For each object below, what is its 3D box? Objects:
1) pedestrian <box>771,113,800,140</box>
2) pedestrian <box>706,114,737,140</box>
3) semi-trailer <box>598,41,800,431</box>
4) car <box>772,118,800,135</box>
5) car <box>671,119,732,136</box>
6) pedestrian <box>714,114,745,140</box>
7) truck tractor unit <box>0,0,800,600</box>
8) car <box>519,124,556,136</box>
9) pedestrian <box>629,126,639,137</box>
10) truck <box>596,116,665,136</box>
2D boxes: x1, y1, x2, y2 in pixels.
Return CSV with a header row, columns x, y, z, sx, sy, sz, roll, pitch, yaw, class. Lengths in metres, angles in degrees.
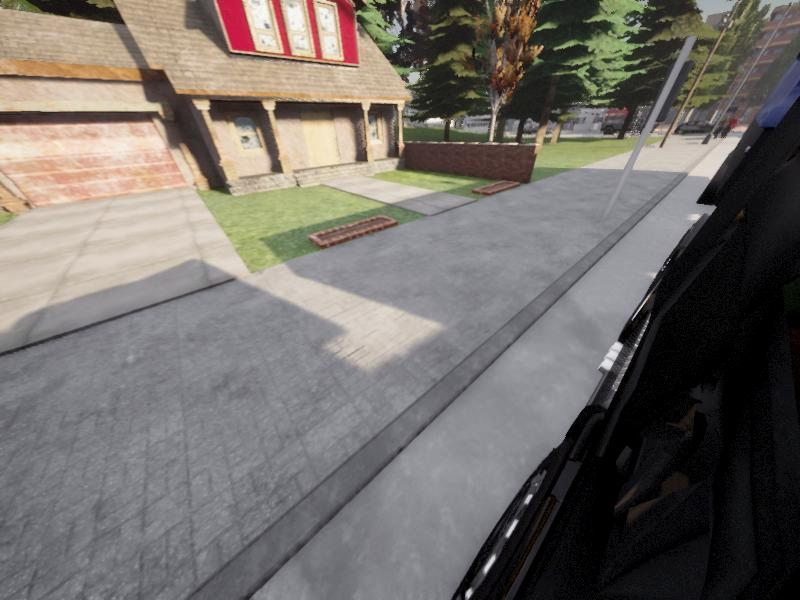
x,y,z,sx,sy,sz,roll,pitch,yaw,class
34.335,-15.239,20.308,0.751,1.860,0.751,16,41,23,pedestrian
29.568,-15.877,21.268,0.751,1.860,0.751,-17,39,-19,pedestrian
8.697,-3.603,4.232,14.254,4.402,2.717,-28,44,-30,semi-trailer
42.331,-17.670,23.461,1.812,1.442,4.674,-28,44,-30,car
37.010,-21.247,28.514,1.816,1.474,4.193,-26,43,-28,car
30.183,-15.838,21.180,0.751,1.860,0.751,-20,40,-22,pedestrian
2.645,-0.295,0.351,6.516,4.208,3.053,-28,44,-30,truck tractor unit
24.277,-30.106,40.945,2.152,1.651,5.027,-28,44,-30,car
29.603,-21.376,29.225,0.500,1.100,0.500,-30,45,-32,pedestrian
32.456,-24.685,32.844,2.390,2.098,6.274,-28,44,-30,truck
